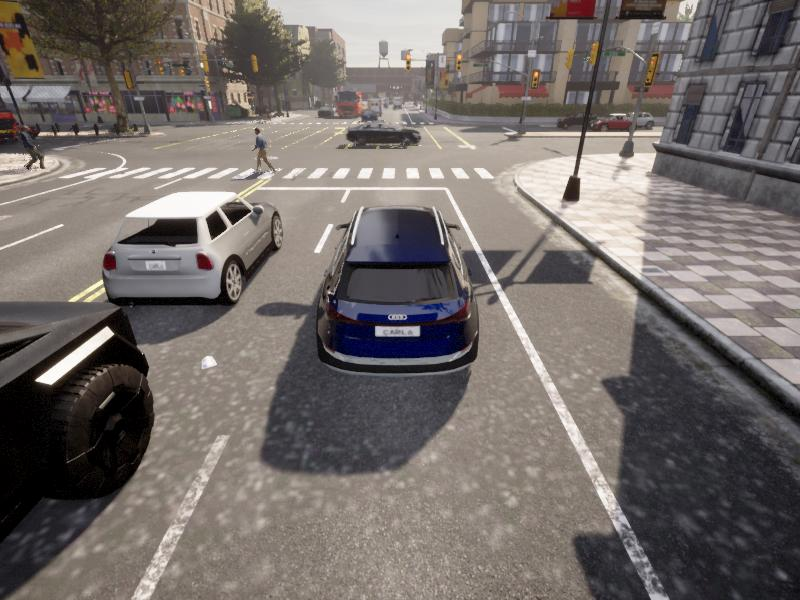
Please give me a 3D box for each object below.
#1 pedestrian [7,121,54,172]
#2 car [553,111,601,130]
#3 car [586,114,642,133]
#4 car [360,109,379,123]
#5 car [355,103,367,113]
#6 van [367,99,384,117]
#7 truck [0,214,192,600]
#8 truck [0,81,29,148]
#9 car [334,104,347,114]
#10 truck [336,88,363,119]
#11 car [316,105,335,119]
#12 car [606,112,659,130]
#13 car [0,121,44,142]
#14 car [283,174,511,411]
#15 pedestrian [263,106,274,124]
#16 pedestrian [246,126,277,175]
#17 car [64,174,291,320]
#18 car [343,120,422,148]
[{"bbox_3d":[-15.242,-6.342,16.554,0.751,1.860,0.751,-12,30,-22],"label":"pedestrian"},{"bbox_3d":[17.357,-17.665,39.334,3.705,1.549,1.789,0,27,0],"label":"car"},{"bbox_3d":[19.290,-16.033,36.238,3.806,1.475,1.970,0,27,0],"label":"car"},{"bbox_3d":[-3.792,-23.062,50.053,1.994,1.385,4.181,0,27,0],"label":"car"},{"bbox_3d":[-7.452,-36.954,76.923,1.801,1.575,5.366,0,27,0],"label":"car"},{"bbox_3d":[-3.876,-31.013,64.380,2.351,2.431,6.366,0,27,0],"label":"van"},{"bbox_3d":[-3.507,1.610,1.187,2.390,2.098,6.274,0,27,0],"label":"truck"},{"bbox_3d":[-29.904,-11.830,25.479,8.468,3.827,2.891,0,27,0],"label":"truck"},{"bbox_3d":[-10.934,-35.344,73.894,1.812,1.442,4.674,0,27,0],"label":"car"},{"bbox_3d":[-7.355,-29.211,59.342,2.891,3.827,8.468,0,27,0],"label":"truck"},{"bbox_3d":[-10.845,-27.617,58.625,1.930,1.638,5.238,-1,27,-1],"label":"car"},{"bbox_3d":[22.789,-17.630,39.350,3.806,1.475,1.970,0,27,0],"label":"car"},{"bbox_3d":[-29.307,-12.305,29.174,4.718,1.301,1.895,0,27,0],"label":"car"},{"bbox_3d":[-0.033,-0.646,6.099,2.033,1.649,4.856,0,27,0],"label":"car"},{"bbox_3d":[-15.276,-21.530,46.473,0.751,1.860,0.751,0,27,1],"label":"pedestrian"},{"bbox_3d":[-5.756,-6.239,16.686,0.751,1.860,0.751,0,27,-1],"label":"pedestrian"},{"bbox_3d":[-3.539,-1.232,7.406,1.970,1.475,3.806,0,27,0],"label":"car"},{"bbox_3d":[-1.082,-10.799,26.005,4.902,1.511,2.128,0,27,0],"label":"car"}]
